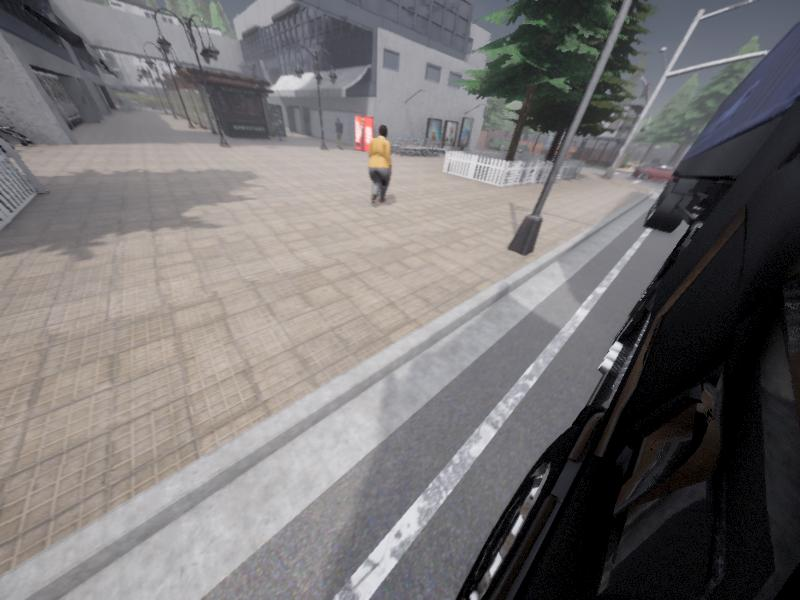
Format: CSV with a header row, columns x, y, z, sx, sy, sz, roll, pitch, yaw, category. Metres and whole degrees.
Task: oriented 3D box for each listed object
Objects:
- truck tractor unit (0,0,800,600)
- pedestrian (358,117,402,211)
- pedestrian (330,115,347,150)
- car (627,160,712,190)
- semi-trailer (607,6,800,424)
x,y,z,sx,sy,sz,roll,pitch,yaw,category
2.645,-0.295,0.351,6.516,4.208,3.053,-28,43,-30,truck tractor unit
-0.520,-3.383,5.852,0.751,1.860,0.751,19,39,16,pedestrian
-4.230,-11.539,15.963,0.751,1.860,0.751,-21,45,-31,pedestrian
21.981,-10.453,19.137,4.181,1.385,1.994,25,41,23,car
8.465,-3.239,5.059,2.717,4.402,14.254,34,42,32,semi-trailer
